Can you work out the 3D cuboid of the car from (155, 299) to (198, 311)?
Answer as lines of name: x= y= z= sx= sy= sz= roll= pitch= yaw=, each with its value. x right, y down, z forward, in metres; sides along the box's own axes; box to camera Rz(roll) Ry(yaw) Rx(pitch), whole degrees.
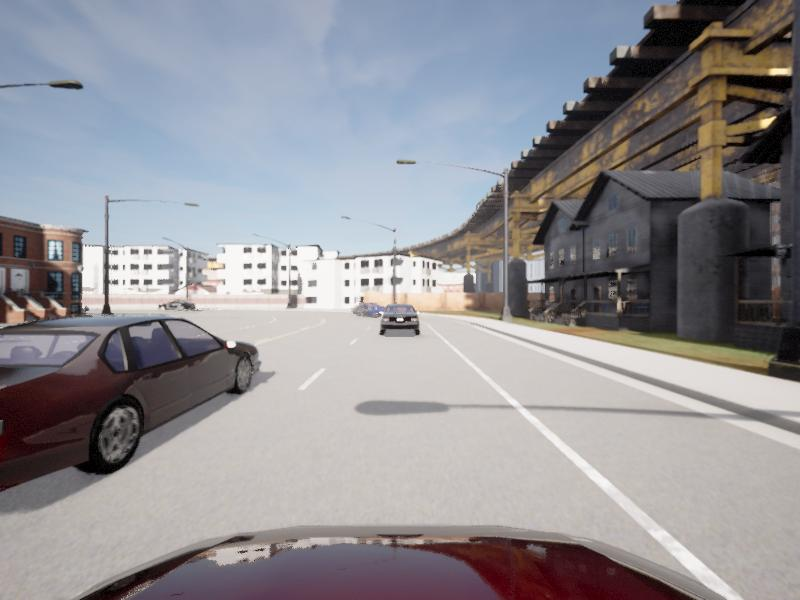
car: x=-31.526 y=0.752 z=56.460 sx=5.238 sy=1.638 sz=1.930 roll=0 pitch=0 yaw=10

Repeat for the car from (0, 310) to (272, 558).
car: x=-3.498 y=0.893 z=5.060 sx=2.033 sy=1.411 sz=5.357 roll=0 pitch=0 yaw=0

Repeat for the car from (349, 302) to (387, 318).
car: x=-3.183 y=0.882 z=38.995 sx=2.033 sy=1.411 sz=5.357 roll=0 pitch=0 yaw=-24

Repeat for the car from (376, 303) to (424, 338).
car: x=-0.008 y=0.888 z=19.661 sx=2.033 sy=1.411 sz=5.357 roll=0 pitch=0 yaw=0
